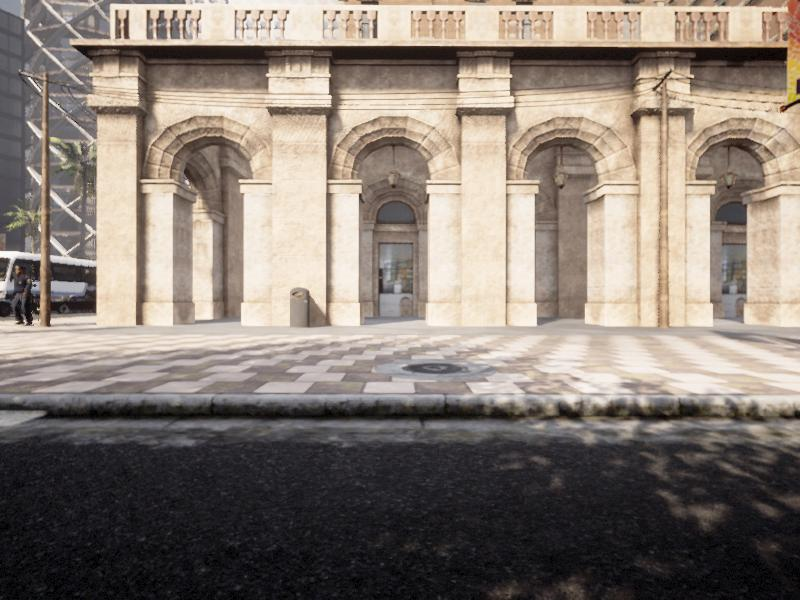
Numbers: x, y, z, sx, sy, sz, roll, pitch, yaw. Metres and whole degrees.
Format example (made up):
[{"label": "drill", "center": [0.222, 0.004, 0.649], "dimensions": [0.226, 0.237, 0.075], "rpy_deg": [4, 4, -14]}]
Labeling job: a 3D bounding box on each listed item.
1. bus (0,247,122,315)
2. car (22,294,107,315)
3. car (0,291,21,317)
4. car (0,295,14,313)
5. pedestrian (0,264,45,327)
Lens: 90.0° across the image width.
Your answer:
[{"label": "bus", "center": [-26.423, -1.181, 30.064], "dimensions": [3.944, 4.253, 10.273], "rpy_deg": [0, 0, 0]}, {"label": "car", "center": [-23.035, 0.303, 27.750], "dimensions": [1.895, 1.301, 4.718], "rpy_deg": [0, 0, 0]}, {"label": "car", "center": [-23.028, 0.213, 21.246], "dimensions": [1.816, 1.474, 4.193], "rpy_deg": [0, 0, 0]}, {"label": "car", "center": [-30.045, 0.290, 27.757], "dimensions": [1.895, 1.301, 4.718], "rpy_deg": [0, 0, 0]}, {"label": "pedestrian", "center": [-11.483, -0.136, 12.141], "dimensions": [0.751, 1.860, 0.751], "rpy_deg": [0, 0, 4]}]
